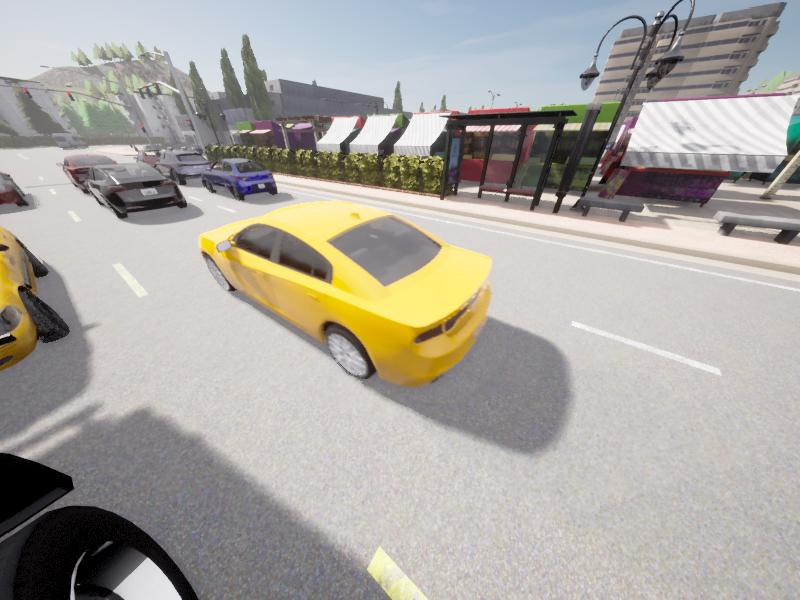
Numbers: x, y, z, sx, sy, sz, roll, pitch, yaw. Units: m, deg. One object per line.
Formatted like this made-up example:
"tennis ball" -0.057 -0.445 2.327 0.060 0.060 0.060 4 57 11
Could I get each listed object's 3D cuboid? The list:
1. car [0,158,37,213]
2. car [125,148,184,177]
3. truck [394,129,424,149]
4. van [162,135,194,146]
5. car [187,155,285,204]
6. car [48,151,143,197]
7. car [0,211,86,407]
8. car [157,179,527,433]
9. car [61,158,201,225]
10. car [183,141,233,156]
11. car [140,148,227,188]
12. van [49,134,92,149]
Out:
"car" -16.244 -4.346 8.689 4.792 1.488 2.163 23 41 28
"car" -17.702 -10.004 16.664 3.633 1.501 1.845 25 42 31
"truck" 2.290 -39.691 56.917 2.891 3.827 8.468 23 41 29
"van" -67.061 -48.439 70.082 2.351 2.431 6.366 9 36 13
"car" -7.551 -5.695 10.664 4.193 1.474 1.816 22 41 28
"car" -15.546 -6.561 11.787 5.008 1.535 1.882 23 41 28
"car" -6.432 -0.305 2.942 5.366 1.575 1.801 22 41 28
"car" -1.203 -0.660 3.508 5.008 1.535 1.882 22 41 28
"car" -9.979 -4.235 8.571 4.792 1.488 2.163 22 41 28
"car" -28.200 -22.375 34.066 2.152 1.651 5.027 25 42 31
"car" -12.864 -7.964 13.716 4.856 1.649 2.033 23 41 28
"van" -68.106 -32.908 47.917 1.988 2.561 5.915 -14 37 -19
